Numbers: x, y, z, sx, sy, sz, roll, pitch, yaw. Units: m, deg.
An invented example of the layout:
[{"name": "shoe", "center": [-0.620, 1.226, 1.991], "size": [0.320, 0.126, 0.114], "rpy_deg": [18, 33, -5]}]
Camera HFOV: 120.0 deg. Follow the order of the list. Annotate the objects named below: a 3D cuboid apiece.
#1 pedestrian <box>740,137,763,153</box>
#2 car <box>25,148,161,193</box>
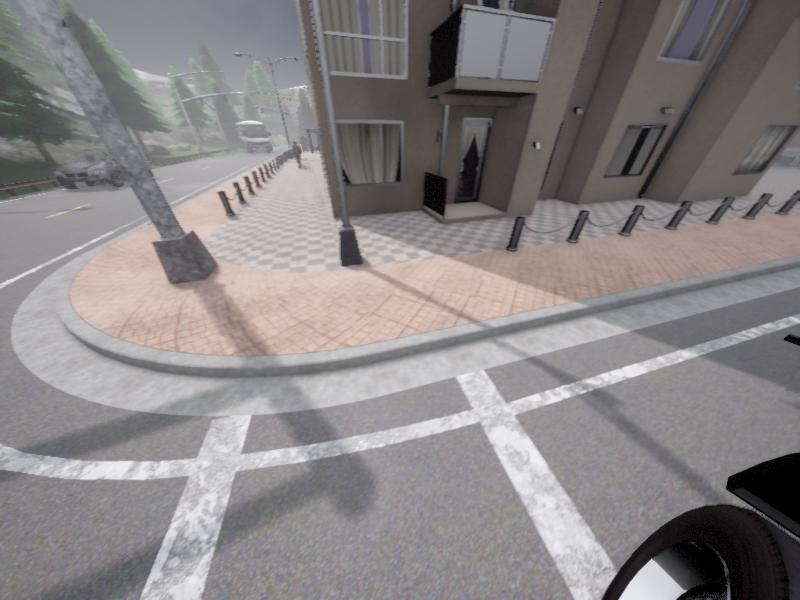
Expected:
[{"name": "pedestrian", "center": [48.875, -21.571, 32.134], "size": [0.751, 1.860, 0.751], "rpy_deg": [-11, 37, -15]}, {"name": "car", "center": [-16.410, -7.397, 12.890], "size": [2.242, 1.667, 4.611], "rpy_deg": [-10, 37, -14]}]
